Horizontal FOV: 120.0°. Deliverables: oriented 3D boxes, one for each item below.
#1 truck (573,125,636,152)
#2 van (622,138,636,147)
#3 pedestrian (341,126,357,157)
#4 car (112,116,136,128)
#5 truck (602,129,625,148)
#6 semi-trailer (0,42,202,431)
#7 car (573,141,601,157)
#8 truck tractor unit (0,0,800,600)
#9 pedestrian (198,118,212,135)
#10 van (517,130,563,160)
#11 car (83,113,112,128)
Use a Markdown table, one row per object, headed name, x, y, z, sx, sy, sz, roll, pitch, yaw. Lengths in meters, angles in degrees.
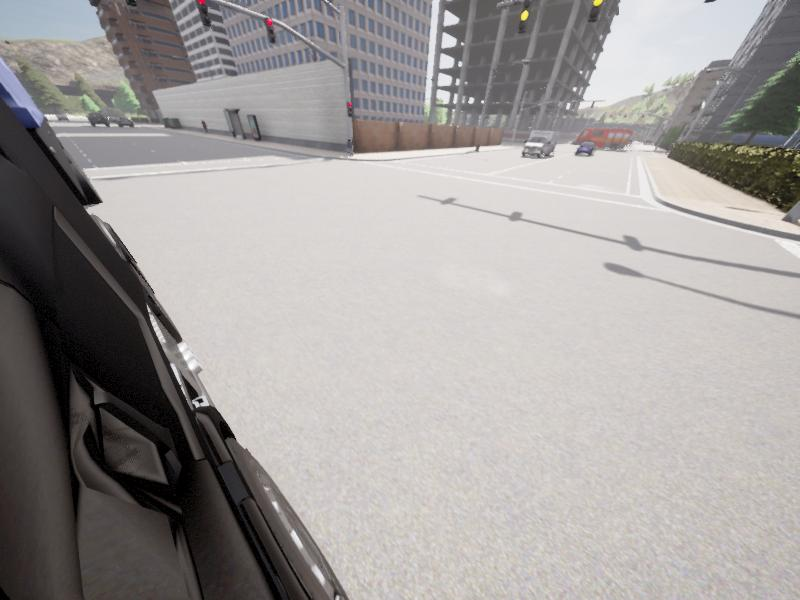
| name | x | y | z | sx | sy | sz | roll | pitch | yaw |
| --- | --- | --- | --- | --- | --- | --- | --- | --- | --- |
| truck | 40.325 | -32.201 | 45.935 | 8.468 | 3.827 | 2.891 | 27 | 43 | 29 |
| van | 69.532 | -47.855 | 70.124 | 2.069 | 2.038 | 4.480 | 28 | 44 | 30 |
| pedestrian | -3.830 | -11.860 | 17.352 | 0.751 | 1.860 | 0.751 | -28 | 46 | -34 |
| car | -54.580 | -35.196 | 45.701 | 4.856 | 1.649 | 2.033 | 28 | 44 | 30 |
| truck | 57.256 | -43.359 | 61.864 | 2.891 | 3.827 | 8.468 | 28 | 44 | 30 |
| semi-trailer | -8.703 | -3.606 | 4.216 | 14.254 | 4.402 | 2.717 | 28 | 44 | 30 |
| car | 25.428 | -20.529 | 31.370 | 2.007 | 1.525 | 4.514 | 29 | 44 | 31 |
| truck tractor unit | -2.645 | -0.295 | 0.351 | 6.516 | 4.208 | 3.053 | 28 | 44 | 30 |
| pedestrian | -27.902 | -24.793 | 33.040 | 0.751 | 1.860 | 0.751 | 31 | 45 | 32 |
| van | 15.895 | -17.583 | 26.095 | 2.351 | 2.431 | 6.366 | 28 | 44 | 30 |
| car | -56.876 | -33.844 | 43.421 | 5.566 | 2.045 | 2.150 | 28 | 44 | 30 |
